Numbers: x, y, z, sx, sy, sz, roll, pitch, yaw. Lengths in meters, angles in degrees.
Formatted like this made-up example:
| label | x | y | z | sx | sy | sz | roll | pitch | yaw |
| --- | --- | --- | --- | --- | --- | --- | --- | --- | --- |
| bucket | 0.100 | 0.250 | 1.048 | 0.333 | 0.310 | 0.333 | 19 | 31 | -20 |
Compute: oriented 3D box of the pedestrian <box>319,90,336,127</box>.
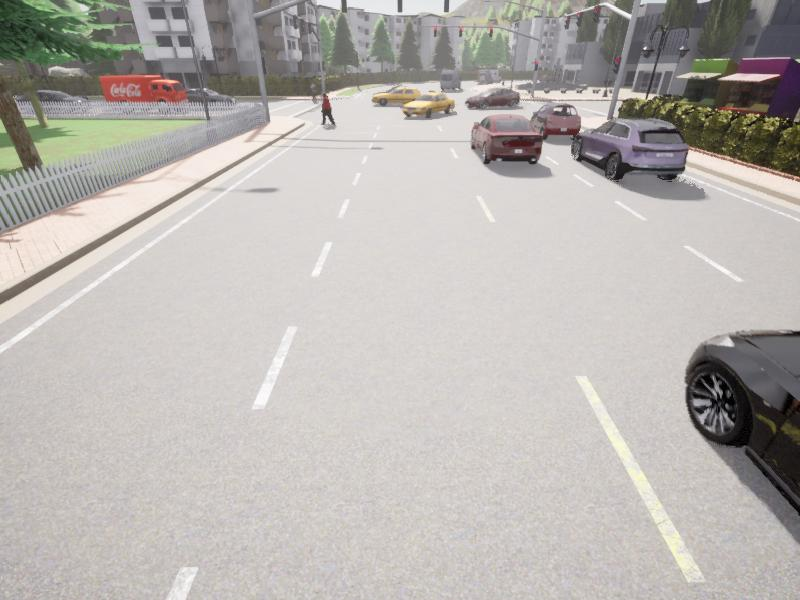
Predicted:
| label | x | y | z | sx | sy | sz | roll | pitch | yaw |
| --- | --- | --- | --- | --- | --- | --- | --- | --- | --- |
| pedestrian | -4.180 | -11.013 | 22.988 | 0.751 | 1.860 | 0.751 | -7 | 31 | -12 |

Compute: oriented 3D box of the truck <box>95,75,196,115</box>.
| label | x | y | z | sx | sy | sz | roll | pitch | yaw |
| --- | --- | --- | --- | --- | --- | --- | --- | --- | --- |
| truck | -18.578 | -15.148 | 29.521 | 5.204 | 2.467 | 2.627 | 1 | 30 | 2 |

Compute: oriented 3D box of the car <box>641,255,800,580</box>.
| label | x | y | z | sx | sy | sz | roll | pitch | yaw |
| --- | --- | --- | --- | --- | --- | --- | --- | --- | --- |
| car | 3.820 | 1.427 | 2.103 | 2.163 | 1.488 | 4.792 | 0 | 30 | 0 |

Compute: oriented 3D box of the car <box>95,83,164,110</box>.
| label | x | y | z | sx | sy | sz | roll | pitch | yaw |
| --- | --- | --- | --- | --- | --- | --- | --- | --- | --- |
| car | -22.067 | -16.723 | 32.796 | 3.866 | 1.878 | 1.905 | 1 | 30 | 2 |

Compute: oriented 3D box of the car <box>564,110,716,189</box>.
| label | x | y | z | sx | sy | sz | roll | pitch | yaw |
| --- | --- | --- | --- | --- | --- | --- | --- | --- | --- |
| car | 7.403 | -5.103 | 13.136 | 2.033 | 1.649 | 4.856 | 0 | 30 | 1 |

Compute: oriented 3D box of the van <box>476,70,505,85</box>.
| label | x | y | z | sx | sy | sz | roll | pitch | yaw |
| --- | --- | --- | --- | --- | --- | --- | --- | --- | --- |
| van | 17.589 | -43.295 | 77.736 | 2.351 | 2.431 | 6.366 | 24 | 38 | 35 |

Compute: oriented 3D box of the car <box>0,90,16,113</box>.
| label | x | y | z | sx | sy | sz | roll | pitch | yaw |
| --- | --- | --- | --- | --- | --- | --- | --- | --- | --- |
| car | -32.487 | -14.971 | 30.195 | 4.892 | 1.490 | 1.837 | 1 | 30 | 2 |

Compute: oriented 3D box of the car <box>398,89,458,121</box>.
| label | x | y | z | sx | sy | sz | roll | pitch | yaw |
| --- | --- | --- | --- | --- | --- | --- | --- | --- | --- |
| car | 2.060 | -13.709 | 27.925 | 1.801 | 1.575 | 5.366 | 17 | 34 | 27 |

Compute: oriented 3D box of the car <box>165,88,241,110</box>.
| label | x | y | z | sx | sy | sz | roll | pitch | yaw |
| --- | --- | --- | --- | --- | --- | --- | --- | --- | --- |
| car | -15.996 | -16.454 | 32.707 | 4.902 | 1.511 | 2.128 | 1 | 30 | 2 |

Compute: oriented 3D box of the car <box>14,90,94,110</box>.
| label | x | y | z | sx | sy | sz | roll | pitch | yaw |
| --- | --- | --- | --- | --- | --- | --- | --- | --- | --- |
| car | -28.540 | -16.582 | 33.149 | 4.718 | 1.301 | 1.895 | 1 | 30 | 2 |

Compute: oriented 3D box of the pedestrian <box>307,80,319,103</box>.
| label | x | y | z | sx | sy | sz | roll | pitch | yaw |
| --- | --- | --- | --- | --- | --- | --- | --- | --- | --- |
| pedestrian | -8.324 | -20.060 | 38.484 | 0.751 | 1.860 | 0.751 | -14 | 33 | -23 |

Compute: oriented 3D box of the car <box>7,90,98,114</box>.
| label | x | y | z | sx | sy | sz | roll | pitch | yaw |
| --- | --- | --- | --- | --- | --- | --- | --- | --- | --- |
| car | -25.930 | -14.855 | 29.993 | 4.892 | 1.490 | 1.837 | 1 | 30 | 2 |

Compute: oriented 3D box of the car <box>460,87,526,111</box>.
| label | x | y | z | sx | sy | sz | roll | pitch | yaw |
| --- | --- | --- | --- | --- | --- | --- | --- | --- | --- |
| car | 7.637 | -16.608 | 32.987 | 4.792 | 1.488 | 2.163 | -13 | 33 | -20 |

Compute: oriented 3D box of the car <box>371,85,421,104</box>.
| label | x | y | z | sx | sy | sz | roll | pitch | yaw |
| --- | --- | --- | --- | --- | --- | --- | --- | --- | --- |
| car | -0.368 | -19.677 | 38.285 | 4.674 | 1.442 | 1.812 | 1 | 30 | 1 |

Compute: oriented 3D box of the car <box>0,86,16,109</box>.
| label | x | y | z | sx | sy | sz | roll | pitch | yaw |
| --- | --- | --- | --- | --- | --- | --- | --- | --- | --- |
| car | -35.748 | -16.850 | 33.289 | 5.027 | 1.651 | 2.152 | 1 | 30 | 2 |

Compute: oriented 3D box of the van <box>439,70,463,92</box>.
| label | x | y | z | sx | sy | sz | roll | pitch | yaw |
| --- | --- | --- | --- | --- | --- | --- | --- | --- | --- |
| van | 7.424 | -31.733 | 57.798 | 1.988 | 2.561 | 5.915 | 10 | 32 | 16 |

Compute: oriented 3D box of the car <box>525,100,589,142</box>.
| label | x | y | z | sx | sy | sz | roll | pitch | yaw |
| --- | --- | --- | --- | --- | --- | --- | --- | --- | --- |
| car | 7.582 | -8.888 | 19.718 | 1.845 | 1.501 | 3.633 | 2 | 30 | 3 |

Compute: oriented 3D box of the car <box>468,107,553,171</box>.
| label | x | y | z | sx | sy | sz | roll | pitch | yaw |
| --- | --- | --- | --- | --- | --- | --- | --- | --- | --- |
| car | 3.928 | -6.273 | 15.234 | 1.882 | 1.535 | 5.008 | 0 | 30 | 0 |

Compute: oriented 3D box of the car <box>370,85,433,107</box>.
| label | x | y | z | sx | sy | sz | roll | pitch | yaw |
| --- | --- | --- | --- | --- | --- | --- | --- | --- | --- |
| car | 0.153 | -17.965 | 35.217 | 5.366 | 1.575 | 1.801 | 1 | 30 | 2 |
